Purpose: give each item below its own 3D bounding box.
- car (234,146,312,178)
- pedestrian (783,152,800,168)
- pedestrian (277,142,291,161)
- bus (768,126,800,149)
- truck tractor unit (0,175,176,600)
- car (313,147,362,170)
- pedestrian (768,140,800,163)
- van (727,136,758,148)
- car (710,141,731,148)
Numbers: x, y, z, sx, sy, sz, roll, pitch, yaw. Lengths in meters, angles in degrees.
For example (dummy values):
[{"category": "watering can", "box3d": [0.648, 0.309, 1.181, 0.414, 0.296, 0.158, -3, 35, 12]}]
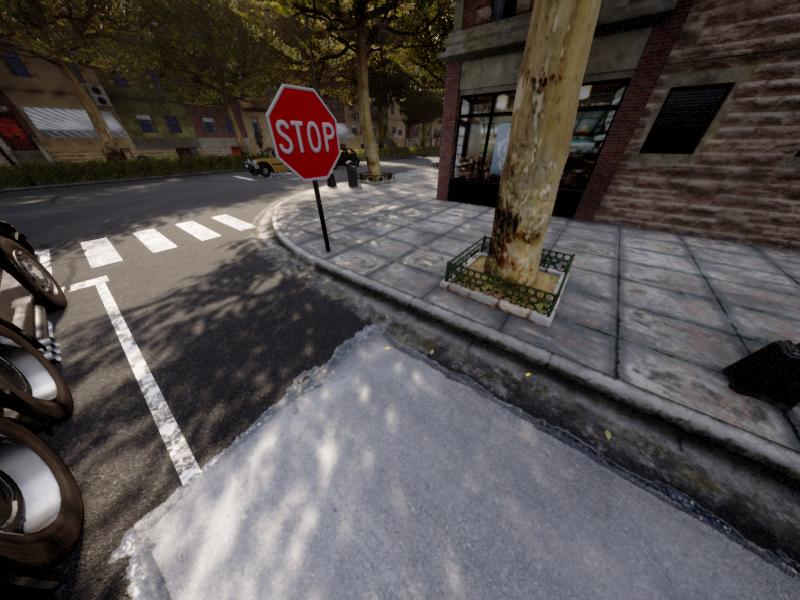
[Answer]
[{"category": "car", "box3d": [-9.641, -10.863, 18.020, 1.932, 1.855, 4.605, 24, 41, 30]}, {"category": "pedestrian", "box3d": [32.911, -11.680, 19.239, 0.500, 1.100, 0.500, 24, 41, 30]}, {"category": "pedestrian", "box3d": [-13.648, -17.471, 27.243, 0.751, 1.860, 0.751, 19, 39, 26]}, {"category": "bus", "box3d": [93.067, -37.852, 53.899, 3.944, 4.253, 10.273, 24, 42, 31]}, {"category": "truck tractor unit", "box3d": [-4.951, -0.436, 0.973, 6.516, 4.208, 3.053, 25, 42, 31]}, {"category": "car", "box3d": [-5.840, -13.558, 22.096, 1.851, 1.617, 3.988, 24, 42, 31]}, {"category": "pedestrian", "box3d": [37.850, -14.625, 22.764, 0.751, 1.860, 0.751, 22, 41, 28]}, {"category": "van", "box3d": [87.627, -40.413, 59.212, 2.351, 2.431, 6.366, 24, 42, 31]}, {"category": "car", "box3d": [84.597, -41.010, 60.996, 2.033, 1.411, 5.357, 24, 42, 31]}]
